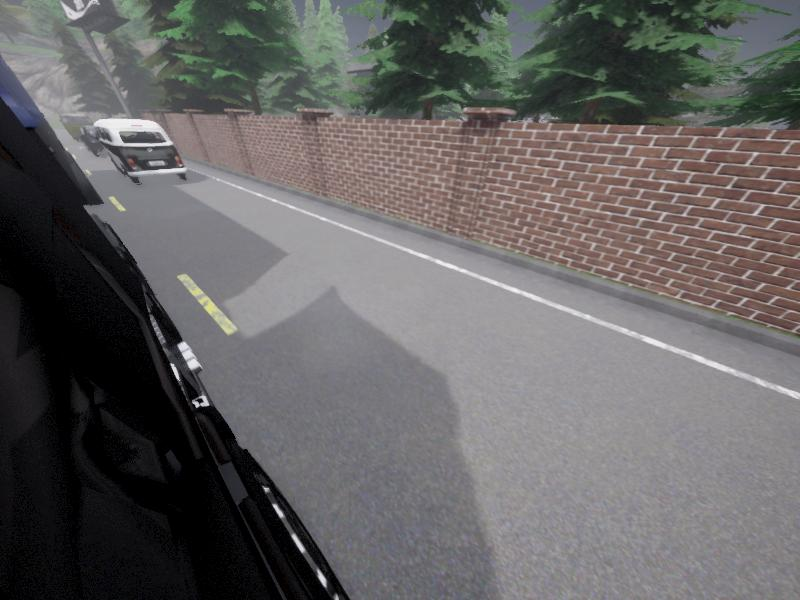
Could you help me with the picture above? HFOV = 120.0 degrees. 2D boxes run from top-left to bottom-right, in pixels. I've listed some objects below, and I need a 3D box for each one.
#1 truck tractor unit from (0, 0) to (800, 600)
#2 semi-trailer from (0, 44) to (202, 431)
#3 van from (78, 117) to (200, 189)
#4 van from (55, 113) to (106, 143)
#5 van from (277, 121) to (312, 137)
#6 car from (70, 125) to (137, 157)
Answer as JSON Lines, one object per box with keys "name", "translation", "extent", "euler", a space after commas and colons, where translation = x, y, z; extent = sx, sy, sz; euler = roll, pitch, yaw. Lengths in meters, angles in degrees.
{"name": "truck tractor unit", "translation": [-2.645, -0.295, 0.352], "extent": [6.516, 4.208, 3.053], "euler": [28, 44, 30]}
{"name": "semi-trailer", "translation": [-8.700, -3.600, 4.232], "extent": [14.254, 4.402, 2.717], "euler": [28, 44, 30]}
{"name": "van", "translation": [-10.822, -6.244, 9.610], "extent": [4.480, 2.038, 2.069], "euler": [28, 44, 29]}
{"name": "van", "translation": [-29.329, -15.817, 21.211], "extent": [4.442, 1.987, 1.775], "euler": [27, 44, 29]}
{"name": "van", "translation": [-17.413, -28.323, 38.337], "extent": [2.069, 2.038, 4.480], "euler": [27, 43, 28]}
{"name": "car", "translation": [-19.860, -10.693, 15.450], "extent": [4.892, 1.490, 1.837], "euler": [27, 43, 29]}
